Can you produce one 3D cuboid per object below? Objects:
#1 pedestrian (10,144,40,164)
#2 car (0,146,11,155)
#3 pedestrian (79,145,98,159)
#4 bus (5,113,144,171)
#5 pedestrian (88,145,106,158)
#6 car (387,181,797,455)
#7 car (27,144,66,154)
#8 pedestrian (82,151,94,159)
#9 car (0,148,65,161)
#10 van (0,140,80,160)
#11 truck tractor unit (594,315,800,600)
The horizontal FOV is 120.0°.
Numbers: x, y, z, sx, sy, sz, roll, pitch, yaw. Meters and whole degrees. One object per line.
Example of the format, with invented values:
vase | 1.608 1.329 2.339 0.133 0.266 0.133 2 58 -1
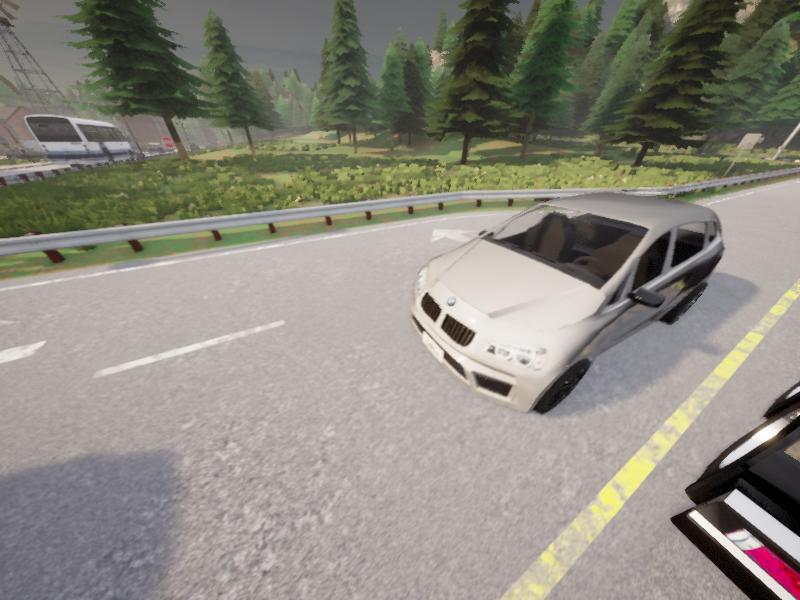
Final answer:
pedestrian | -42.105 -16.382 25.964 0.751 1.860 0.751 -13 37 -18
car | -82.081 -29.701 45.955 4.193 1.474 1.816 -22 40 -29
pedestrian | -47.481 -22.584 35.255 0.751 1.860 0.751 -8 35 -12
bus | -33.253 -16.819 24.808 3.944 4.253 10.273 -16 38 -22
pedestrian | -48.646 -23.838 37.079 0.751 1.860 0.751 -7 35 -10
car | 2.405 -0.479 3.291 4.611 1.667 2.242 -17 38 -23
car | -77.139 -33.090 50.553 1.905 1.878 3.866 7 35 10
pedestrian | -48.415 -22.526 35.841 0.500 1.100 0.500 -7 35 -10
car | -54.124 -21.497 34.043 4.792 1.488 2.163 -17 38 -23
van | -56.286 -23.545 36.187 6.366 2.431 2.351 -17 38 -23
truck tractor unit | 5.201 -0.199 0.629 6.516 4.208 3.053 -14 37 -19
